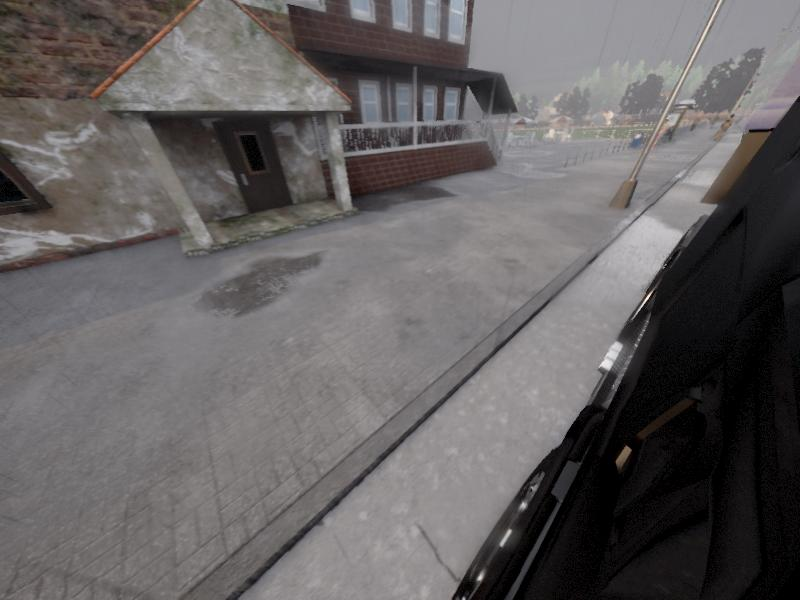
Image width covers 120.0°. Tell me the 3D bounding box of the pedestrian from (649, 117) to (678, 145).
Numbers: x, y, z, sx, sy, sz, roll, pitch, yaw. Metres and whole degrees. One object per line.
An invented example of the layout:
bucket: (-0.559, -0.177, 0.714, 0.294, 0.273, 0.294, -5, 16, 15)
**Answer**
pedestrian: (22.358, -14.359, 19.654, 0.751, 1.860, 0.751, -24, 41, -25)

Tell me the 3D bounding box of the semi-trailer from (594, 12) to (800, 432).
semi-trailer: (8.911, -3.453, 4.003, 14.254, 4.402, 2.717, -26, 42, -27)

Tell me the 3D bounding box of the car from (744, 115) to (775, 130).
car: (50.559, -25.009, 32.566, 4.892, 1.490, 1.837, -28, 43, -30)

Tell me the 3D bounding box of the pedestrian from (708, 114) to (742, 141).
pedestrian: (28.334, -15.033, 20.155, 0.751, 1.860, 0.751, -16, 39, -17)

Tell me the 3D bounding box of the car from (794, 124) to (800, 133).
car: (46.189, -19.466, 25.527, 4.181, 1.385, 1.994, -28, 44, -30)

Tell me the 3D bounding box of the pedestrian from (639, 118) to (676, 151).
pedestrian: (18.121, -11.663, 16.322, 0.751, 1.860, 0.751, -9, 37, -8)

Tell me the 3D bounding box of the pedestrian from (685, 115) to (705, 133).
pedestrian: (37.384, -22.282, 29.270, 0.751, 1.860, 0.751, -28, 43, -30)

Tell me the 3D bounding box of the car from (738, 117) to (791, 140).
car: (34.550, -16.358, 22.020, 4.902, 1.511, 2.128, -28, 44, -30)

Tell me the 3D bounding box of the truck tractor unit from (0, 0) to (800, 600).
truck tractor unit: (2.645, -0.295, 0.351, 6.516, 4.208, 3.053, -28, 44, -30)

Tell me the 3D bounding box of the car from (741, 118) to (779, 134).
car: (42.295, -20.473, 27.201, 4.718, 1.301, 1.895, -28, 44, -30)
